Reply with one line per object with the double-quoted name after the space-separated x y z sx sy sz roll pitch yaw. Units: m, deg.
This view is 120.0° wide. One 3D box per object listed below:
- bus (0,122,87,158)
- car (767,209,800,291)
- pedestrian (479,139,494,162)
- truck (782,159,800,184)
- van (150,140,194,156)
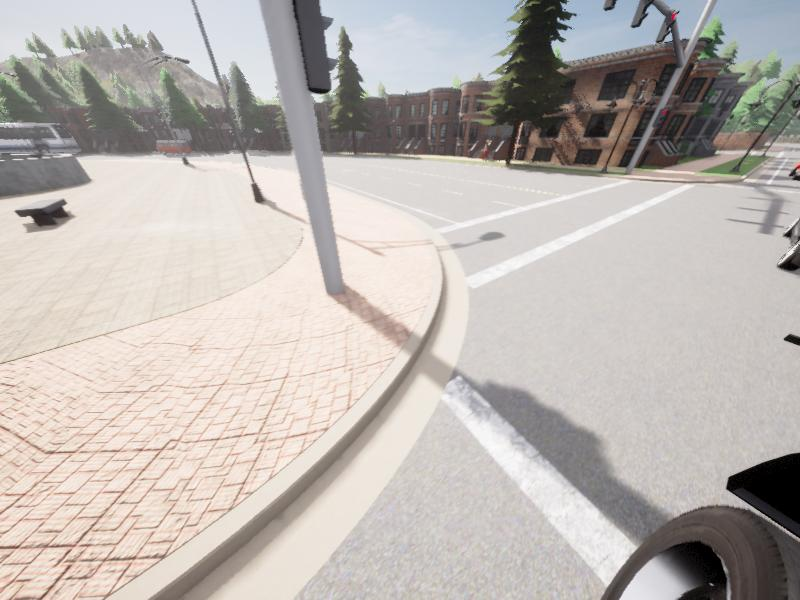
-57.653 -24.383 35.293 10.273 4.253 3.944 -15 38 -19 "bus"
9.555 -1.427 4.412 5.238 1.638 1.930 -22 41 -28 "car"
8.569 -14.837 22.928 0.751 1.860 0.751 -23 41 -29 "pedestrian"
25.049 -8.109 12.982 5.204 2.467 2.627 -23 41 -27 "truck"
-35.567 -23.760 36.172 4.442 1.987 1.775 2 35 3 "van"
